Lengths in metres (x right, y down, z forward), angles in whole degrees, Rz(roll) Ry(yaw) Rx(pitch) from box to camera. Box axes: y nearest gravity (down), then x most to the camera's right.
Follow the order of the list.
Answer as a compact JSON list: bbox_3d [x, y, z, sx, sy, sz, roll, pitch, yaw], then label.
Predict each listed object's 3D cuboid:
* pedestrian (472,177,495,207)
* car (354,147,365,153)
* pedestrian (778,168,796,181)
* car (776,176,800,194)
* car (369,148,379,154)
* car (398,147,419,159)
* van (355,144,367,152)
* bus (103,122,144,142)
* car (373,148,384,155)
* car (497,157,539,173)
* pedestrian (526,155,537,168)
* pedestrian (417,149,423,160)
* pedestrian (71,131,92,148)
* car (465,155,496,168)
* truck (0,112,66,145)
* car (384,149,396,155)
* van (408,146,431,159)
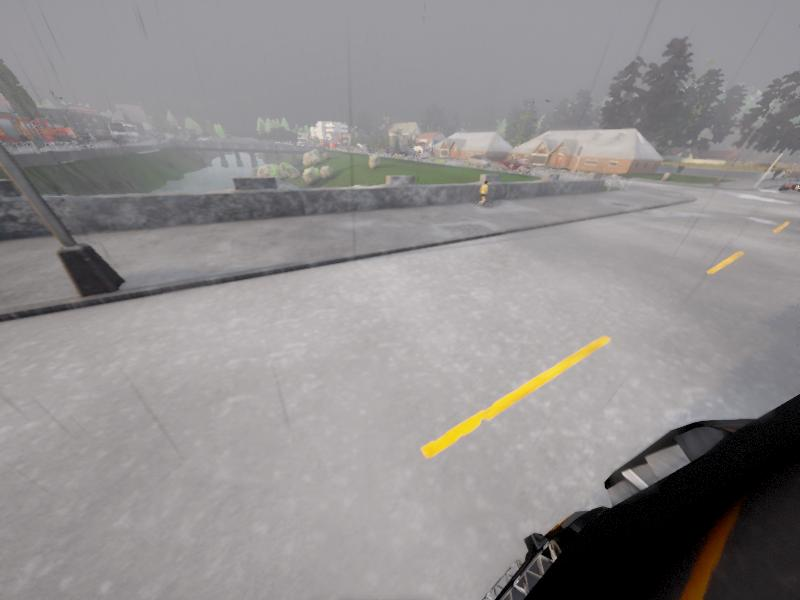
[{"bbox_3d":[3.679,-4.770,10.206,0.500,1.100,0.500,-16,38,-26],"label":"pedestrian"},{"bbox_3d":[-13.614,-50.281,77.202,2.038,1.542,4.974,-15,38,-25],"label":"car"},{"bbox_3d":[68.473,-22.227,40.877,0.751,1.860,0.751,-16,38,-26],"label":"pedestrian"},{"bbox_3d":[40.611,-11.583,23.345,4.181,1.385,1.994,-15,38,-26],"label":"car"},{"bbox_3d":[-8.703,-49.690,76.878,1.994,1.385,4.181,-15,38,-25],"label":"car"},{"bbox_3d":[1.942,-34.549,54.305,2.150,2.045,5.566,-15,38,-25],"label":"car"},{"bbox_3d":[-14.398,-55.985,84.970,2.351,2.431,6.366,-15,38,-25],"label":"van"},{"bbox_3d":[-78.092,-47.557,65.647,3.944,4.253,10.273,-15,38,-25],"label":"bus"},{"bbox_3d":[-6.206,-42.663,66.361,1.851,1.617,3.988,-15,38,-25],"label":"car"},{"bbox_3d":[16.634,-19.304,32.949,1.882,1.535,5.008,-15,38,-25],"label":"car"},{"bbox_3d":[22.550,-23.797,39.654,0.751,1.860,0.751,-18,39,-29],"label":"pedestrian"},{"bbox_3d":[3.847,-28.479,45.247,0.751,1.860,0.751,-15,38,-25],"label":"pedestrian"},{"bbox_3d":[-45.666,-23.012,33.147,0.751,1.860,0.751,-10,36,-18],"label":"pedestrian"},{"bbox_3d":[13.169,-22.814,37.976,2.007,1.525,4.514,-15,38,-25],"label":"car"},{"bbox_3d":[-57.351,-26.281,35.603,2.891,3.827,8.468,-15,38,-25],"label":"truck"},{"bbox_3d":[-3.147,-44.033,68.712,1.816,1.474,4.193,-15,38,-25],"label":"car"},{"bbox_3d":[4.787,-36.326,56.860,2.351,2.431,6.366,-15,38,-25],"label":"van"}]
